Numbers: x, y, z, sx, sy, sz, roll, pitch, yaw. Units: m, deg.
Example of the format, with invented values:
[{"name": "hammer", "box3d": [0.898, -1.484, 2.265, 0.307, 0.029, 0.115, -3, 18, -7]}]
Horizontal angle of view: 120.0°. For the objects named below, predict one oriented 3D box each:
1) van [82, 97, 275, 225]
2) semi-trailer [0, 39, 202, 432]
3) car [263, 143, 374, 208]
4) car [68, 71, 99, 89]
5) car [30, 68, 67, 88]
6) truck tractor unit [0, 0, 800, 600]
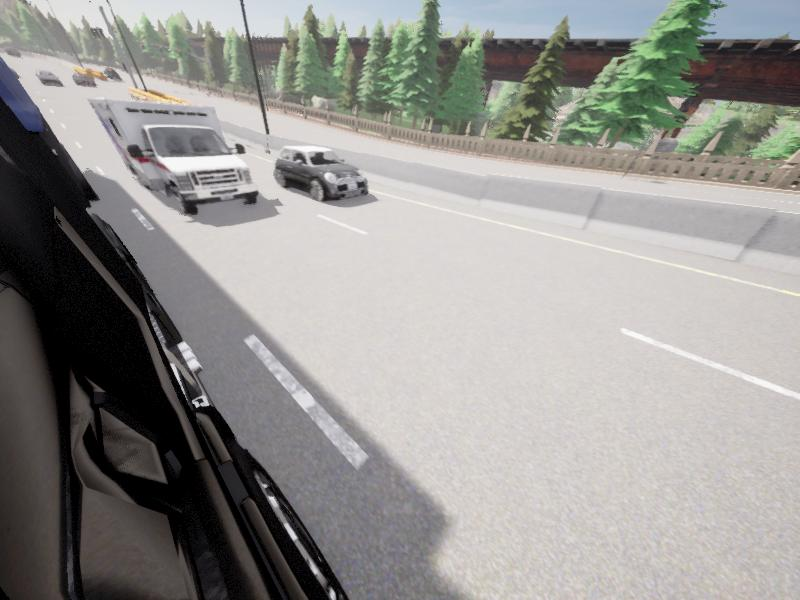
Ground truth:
[{"name": "van", "box3d": [-7.090, -4.717, 7.369, 6.366, 2.431, 2.351, 29, 44, 29]}, {"name": "semi-trailer", "box3d": [-8.688, -3.667, 4.152, 14.254, 4.402, 2.717, 29, 44, 29]}, {"name": "car", "box3d": [-3.052, -4.852, 8.713, 3.806, 1.475, 1.970, 29, 44, 29]}, {"name": "car", "box3d": [-47.675, -33.109, 34.769, 4.181, 1.385, 1.994, 33, 46, 26]}, {"name": "car", "box3d": [-47.382, -29.923, 31.103, 5.357, 1.411, 2.033, 33, 46, 26]}, {"name": "truck tractor unit", "box3d": [-2.645, -0.295, 0.351, 6.516, 4.208, 3.053, 28, 44, 30]}]
